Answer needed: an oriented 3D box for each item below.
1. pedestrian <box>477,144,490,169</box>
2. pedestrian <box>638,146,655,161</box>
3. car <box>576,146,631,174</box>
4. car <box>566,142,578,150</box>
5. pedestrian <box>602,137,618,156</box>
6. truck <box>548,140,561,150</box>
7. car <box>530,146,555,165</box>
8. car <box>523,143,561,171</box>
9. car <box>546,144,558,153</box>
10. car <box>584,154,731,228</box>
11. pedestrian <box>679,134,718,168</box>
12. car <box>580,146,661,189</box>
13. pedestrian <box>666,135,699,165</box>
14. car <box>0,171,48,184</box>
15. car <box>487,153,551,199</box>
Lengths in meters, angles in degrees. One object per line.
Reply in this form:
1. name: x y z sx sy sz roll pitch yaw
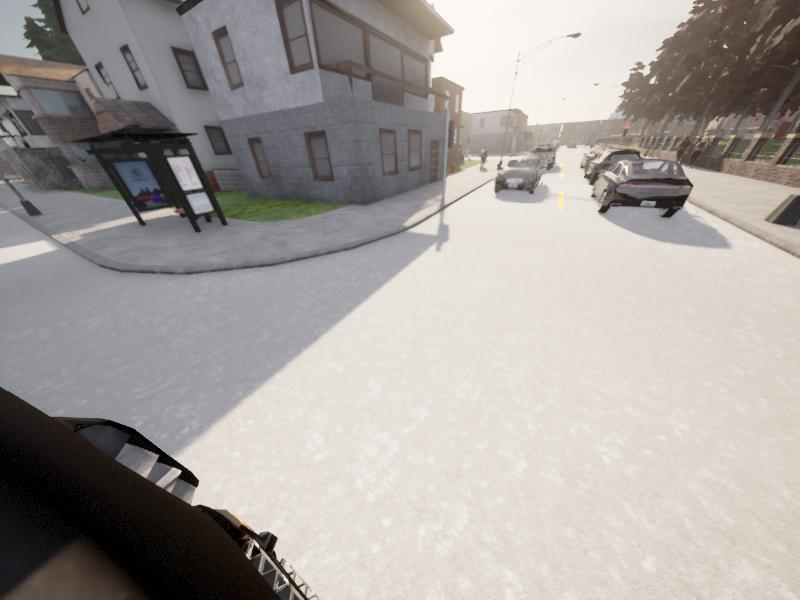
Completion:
1. pedestrian: 7.761 -13.290 21.434 0.751 1.860 0.751 15 37 24
2. pedestrian: 22.449 -13.333 21.058 0.500 1.100 0.500 3 34 9
3. car: 15.212 -10.776 17.631 2.128 1.511 4.902 14 37 24
4. car: 44.477 -39.876 59.692 1.970 1.475 3.806 16 38 26
5. pedestrian: 25.453 -18.539 27.978 0.751 1.860 0.751 -30 42 -34
6. truck: 41.629 -41.780 62.136 2.390 2.098 6.274 16 38 26
7. car: 15.831 -16.057 25.553 1.837 1.490 4.892 16 38 26
8. car: 12.489 -12.587 20.242 1.932 1.855 4.605 18 38 28
9. car: 33.173 -33.084 50.291 1.812 1.442 4.674 16 38 26
10. car: 8.197 -4.090 8.106 2.128 1.511 4.902 16 38 26
11. pedestrian: 19.712 -9.831 15.308 0.751 1.860 0.751 16 38 26
12. car: 11.728 -7.433 12.761 2.033 1.649 4.856 15 37 25
13. pedestrian: 21.113 -11.228 17.304 0.751 1.860 0.751 16 38 26
14. car: -72.332 -23.568 44.266 2.152 1.651 5.027 16 38 26
15. car: 6.306 -6.606 12.043 2.128 1.511 4.902 16 38 26
